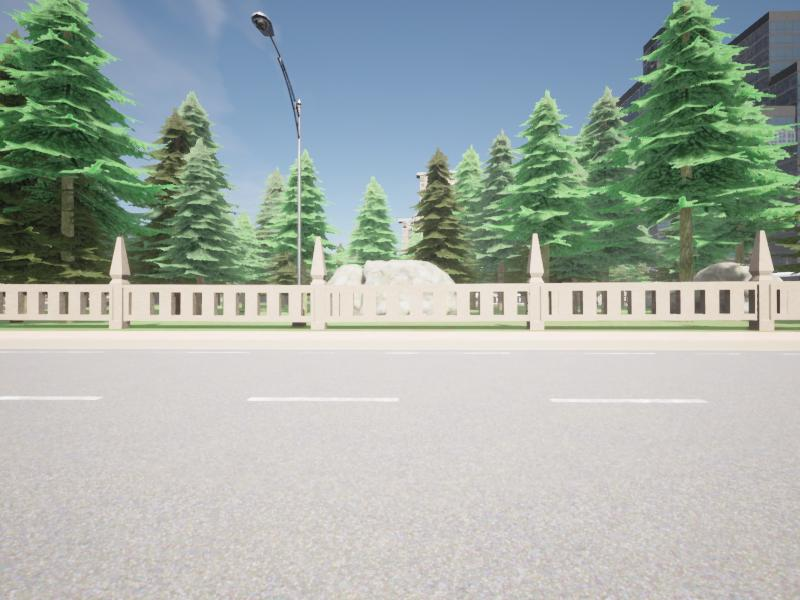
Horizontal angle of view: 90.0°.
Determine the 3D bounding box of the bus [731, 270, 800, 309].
[{"bbox_3d":[45.816,-1.134,47.963,3.944,4.253,10.273,0,0,1],"label":"bus"}]
